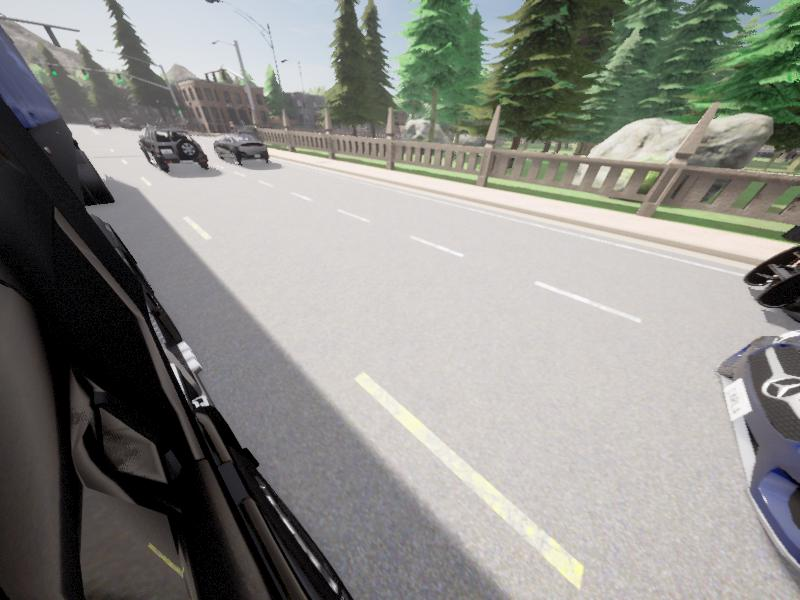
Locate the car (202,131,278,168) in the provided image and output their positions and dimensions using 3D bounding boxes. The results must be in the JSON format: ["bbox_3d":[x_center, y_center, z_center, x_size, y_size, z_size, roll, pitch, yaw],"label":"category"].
[{"bbox_3d":[-10.063,-9.536,14.509,4.902,1.511,2.128,29,44,31],"label":"car"}]

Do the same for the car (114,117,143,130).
[{"bbox_3d":[-48.966,-31.775,41.660,4.611,1.667,2.242,27,43,28],"label":"car"}]

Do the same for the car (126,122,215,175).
[{"bbox_3d":[-11.858,-7.916,11.921,4.605,1.855,1.932,29,44,31],"label":"car"}]

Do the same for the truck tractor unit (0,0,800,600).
[{"bbox_3d":[-2.645,-0.295,0.351,6.516,4.208,3.053,28,44,30],"label":"truck tractor unit"}]

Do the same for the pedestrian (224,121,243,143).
[{"bbox_3d":[-17.413,-17.531,24.154,0.751,1.860,0.751,14,38,15],"label":"pedestrian"}]

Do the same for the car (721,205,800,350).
[{"bbox_3d":[7.607,0.510,2.081,5.238,1.638,1.930,30,44,31],"label":"car"}]

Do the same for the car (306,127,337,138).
[{"bbox_3d":[-14.978,-32.148,44.402,1.801,1.575,5.366,30,44,31],"label":"car"}]

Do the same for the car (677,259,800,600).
[{"bbox_3d":[4.614,1.632,0.405,5.027,1.651,2.152,30,44,31],"label":"car"}]

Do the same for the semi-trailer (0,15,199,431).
[{"bbox_3d":[-8.570,-3.689,4.350,14.254,4.402,2.717,30,44,31],"label":"semi-trailer"}]

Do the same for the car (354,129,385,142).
[{"bbox_3d":[-5.270,-28.944,40.681,1.930,1.638,5.238,30,44,31],"label":"car"}]

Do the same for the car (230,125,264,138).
[{"bbox_3d":[-23.916,-26.428,36.263,1.970,1.475,3.806,30,44,31],"label":"car"}]
